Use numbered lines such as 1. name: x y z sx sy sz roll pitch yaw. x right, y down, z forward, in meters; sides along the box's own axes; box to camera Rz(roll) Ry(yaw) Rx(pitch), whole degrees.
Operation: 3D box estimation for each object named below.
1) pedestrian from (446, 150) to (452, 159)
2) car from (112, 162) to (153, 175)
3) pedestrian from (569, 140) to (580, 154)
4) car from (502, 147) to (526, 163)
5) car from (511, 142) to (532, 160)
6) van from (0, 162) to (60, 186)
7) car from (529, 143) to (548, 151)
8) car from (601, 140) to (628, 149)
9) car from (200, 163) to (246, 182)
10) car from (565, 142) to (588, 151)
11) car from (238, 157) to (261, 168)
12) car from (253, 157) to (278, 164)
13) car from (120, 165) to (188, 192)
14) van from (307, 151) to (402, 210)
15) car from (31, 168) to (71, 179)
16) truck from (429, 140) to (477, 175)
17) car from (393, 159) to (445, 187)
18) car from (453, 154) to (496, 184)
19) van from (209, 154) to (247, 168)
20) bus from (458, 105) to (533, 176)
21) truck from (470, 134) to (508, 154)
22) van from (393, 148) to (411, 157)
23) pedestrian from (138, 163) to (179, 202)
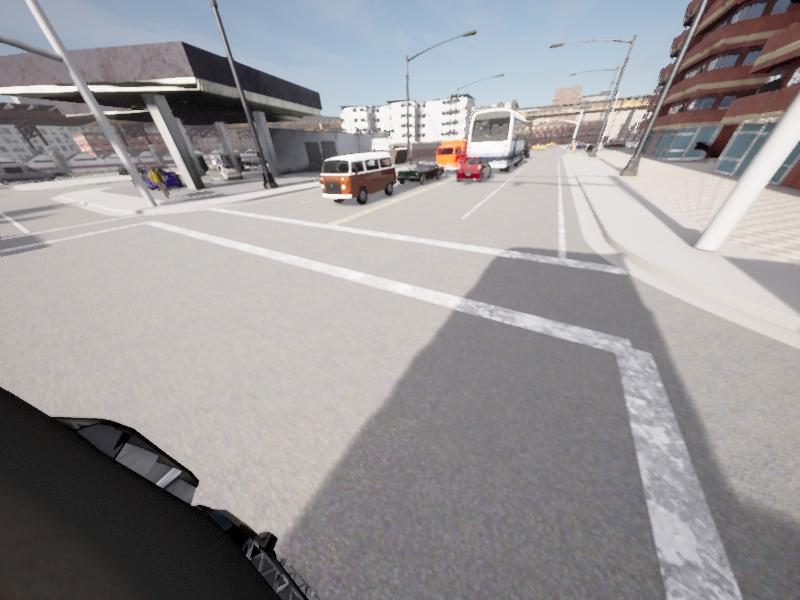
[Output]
1. pedestrian: 8.234 -24.327 38.689 0.751 1.300 0.751 18 39 28
2. car: -51.817 -25.583 44.936 2.097 1.767 4.553 16 38 26
3. pedestrian: 27.897 -24.439 36.887 0.751 1.860 0.751 21 40 31
4. car: 14.802 -18.849 30.016 2.038 1.542 4.974 15 37 24
5. car: 18.695 -23.000 35.541 2.150 2.045 5.566 14 37 24
6. van: -55.538 -18.472 33.734 1.988 2.561 5.915 16 38 26
7. car: 36.281 -40.204 60.727 1.801 1.575 5.366 -3 33 0
8. car: 47.379 -34.455 51.139 3.806 1.475 1.970 16 38 27
9. car: -18.094 -13.023 23.599 3.806 1.475 1.970 16 38 26
10. car: 39.438 -34.457 51.854 3.806 1.475 1.970 16 38 26
11. car: -32.431 -29.750 49.933 1.930 1.638 5.238 -6 33 -4
12. car: -36.181 -37.647 62.375 5.357 1.411 2.033 -23 39 -28
13. car: -20.324 -10.131 19.096 4.611 1.667 2.242 16 38 26
14. van: -1.916 -6.136 11.558 2.069 2.038 4.480 15 37 25
15. car: -65.358 -23.720 43.325 1.845 1.501 3.633 16 38 26
16. truck: 5.051 -13.389 21.628 2.627 2.467 5.204 15 38 25
17. car: 1.514 -9.263 16.711 1.895 1.301 4.718 15 38 25
18. car: 5.275 -9.252 16.202 1.845 1.501 3.633 15 38 25
19. van: -40.538 -32.866 54.529 2.351 2.431 6.366 23 41 33
20. bus: 9.136 -14.558 21.475 3.944 4.253 10.273 16 38 26
21. truck: 23.004 -40.597 60.232 8.468 3.827 2.891 16 38 26
22. van: 0.676 -41.415 64.764 4.480 2.038 2.069 11 36 19
23. pedestrian: -13.642 -6.682 13.107 0.751 1.860 0.751 20 40 31
